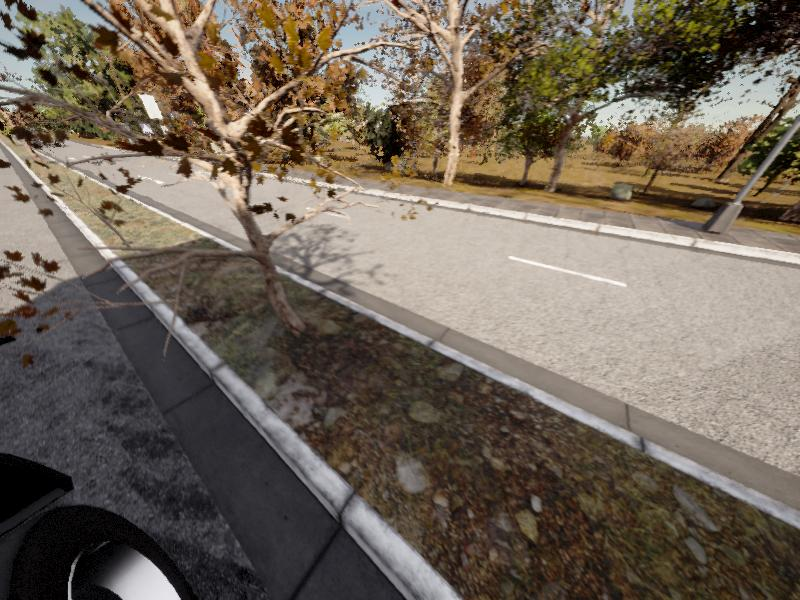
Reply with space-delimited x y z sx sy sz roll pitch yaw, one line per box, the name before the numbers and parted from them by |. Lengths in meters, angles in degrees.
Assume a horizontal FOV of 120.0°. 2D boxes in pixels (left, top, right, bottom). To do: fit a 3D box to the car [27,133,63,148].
car | -52.519 -23.628 34.205 4.856 1.649 2.033 23 41 27
